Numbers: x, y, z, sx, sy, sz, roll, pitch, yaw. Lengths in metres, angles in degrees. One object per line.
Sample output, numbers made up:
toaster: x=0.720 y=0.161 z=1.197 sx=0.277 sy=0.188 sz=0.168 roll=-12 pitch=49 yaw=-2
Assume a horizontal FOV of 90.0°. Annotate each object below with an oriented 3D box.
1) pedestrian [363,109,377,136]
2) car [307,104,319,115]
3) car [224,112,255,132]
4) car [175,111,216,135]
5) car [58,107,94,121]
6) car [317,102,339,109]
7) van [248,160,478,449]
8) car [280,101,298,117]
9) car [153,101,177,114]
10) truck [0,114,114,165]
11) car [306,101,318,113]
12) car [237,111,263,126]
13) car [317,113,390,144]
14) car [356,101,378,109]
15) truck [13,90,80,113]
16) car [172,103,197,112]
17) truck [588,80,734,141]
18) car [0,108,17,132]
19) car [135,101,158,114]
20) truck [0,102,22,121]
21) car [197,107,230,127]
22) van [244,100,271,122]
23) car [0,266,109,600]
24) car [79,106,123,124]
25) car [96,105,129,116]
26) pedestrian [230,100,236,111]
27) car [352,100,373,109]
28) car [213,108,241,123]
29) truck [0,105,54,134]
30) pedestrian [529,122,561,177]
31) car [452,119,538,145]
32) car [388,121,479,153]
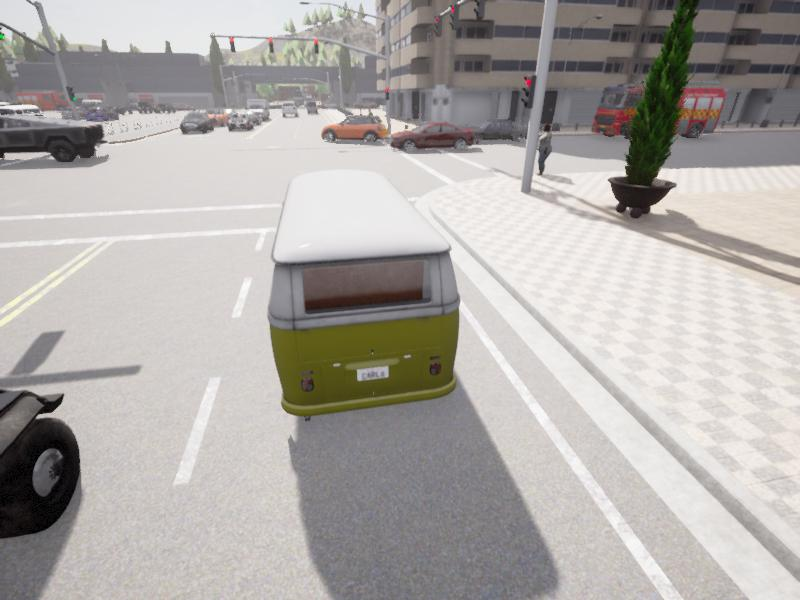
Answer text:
pedestrian: x=-2.311 y=-13.725 z=30.902 sx=0.751 sy=1.860 sz=0.751 roll=-17 pitch=32 yaw=-29
car: x=-14.715 y=-32.091 z=67.383 sx=1.845 sy=1.501 sz=3.633 roll=-5 pitch=28 yaw=-10
car: x=-15.223 y=-17.040 z=38.187 sx=1.970 sy=1.475 sz=3.806 roll=-5 pitch=28 yaw=-10
car: x=-18.344 y=-16.085 z=36.173 sx=2.033 sy=1.649 sz=4.856 roll=-5 pitch=28 yaw=-10
car: x=-42.055 y=-24.260 z=52.031 sx=1.970 sy=1.475 sz=3.806 roll=-5 pitch=28 yaw=-10
car: x=-16.527 y=-44.637 z=91.779 sx=4.974 sy=1.542 sz=2.038 roll=-5 pitch=28 yaw=-10
van: x=-0.681 y=-0.528 z=5.471 sx=1.775 sy=1.987 sz=4.442 roll=-5 pitch=28 yaw=-10
car: x=-16.990 y=-29.396 z=61.625 sx=2.150 sy=2.045 sz=5.566 roll=-5 pitch=28 yaw=-10
car: x=-39.949 y=-32.780 z=68.081 sx=1.932 sy=1.855 sz=4.605 roll=-5 pitch=28 yaw=-10
truck: x=-18.361 y=-7.903 z=19.633 sx=6.274 sy=2.098 sz=2.390 roll=-5 pitch=28 yaw=-11
car: x=-16.086 y=-35.327 z=73.352 sx=1.905 sy=1.878 sz=3.866 roll=-5 pitch=28 yaw=-10
car: x=-16.646 y=-20.212 z=44.481 sx=1.994 sy=1.385 sz=4.181 roll=-5 pitch=28 yaw=-10
car: x=-3.203 y=-12.066 z=28.080 sx=4.553 sy=1.767 sz=2.097 roll=8 pitch=28 yaw=15
car: x=-7.757 y=-45.488 z=93.361 sx=4.856 sy=1.649 sz=2.033 roll=-5 pitch=28 yaw=-10
truck: x=-67.362 y=-37.955 z=76.399 sx=8.468 sy=3.827 sz=2.891 roll=-5 pitch=28 yaw=-9
car: x=-43.407 y=-38.781 z=80.639 sx=3.806 sy=1.475 sz=1.970 roll=-5 pitch=28 yaw=-10
truck: x=18.937 y=-13.943 z=29.420 sx=8.468 sy=3.827 sz=2.891 roll=-5 pitch=28 yaw=-10
car: x=-35.168 y=-15.063 z=33.591 sx=1.932 sy=1.855 sz=4.605 roll=-5 pitch=28 yaw=-10
car: x=-42.799 y=-32.542 z=67.630 sx=1.905 sy=1.878 sz=3.866 roll=-5 pitch=28 yaw=-10
truck: x=-50.563 y=-23.767 z=50.349 sx=2.069 sy=2.038 sz=4.478 roll=-5 pitch=28 yaw=-10
car: x=-19.893 y=-19.666 z=42.960 sx=2.097 sy=1.767 sz=4.553 roll=-5 pitch=28 yaw=-10
van: x=-18.383 y=-24.604 z=51.876 sx=2.351 sy=2.431 sz=6.366 roll=-5 pitch=28 yaw=-10
car: x=-3.360 y=1.530 z=1.574 sx=1.905 sy=1.878 sz=3.866 roll=-5 pitch=28 yaw=-10
car: x=-35.285 y=-21.943 z=47.354 sx=2.242 sy=1.667 sz=4.611 roll=-5 pitch=28 yaw=-10
car: x=-44.210 y=-29.206 z=61.647 sx=2.033 sy=1.415 sz=5.357 roll=-5 pitch=28 yaw=-10
pedestrian: x=-32.108 y=-37.331 z=76.901 sx=0.751 sy=1.860 sz=0.751 roll=-14 pitch=30 yaw=-25
car: x=-9.044 y=-47.103 z=96.256 sx=4.605 sy=1.855 sz=1.932 roll=-5 pitch=28 yaw=-10
car: x=-21.407 y=-22.951 z=49.698 sx=2.163 sy=1.488 sz=4.792 roll=-5 pitch=28 yaw=-10
truck: x=-32.342 y=-15.437 z=34.108 sx=2.069 sy=2.038 sz=4.478 roll=-5 pitch=28 yaw=-10
pedestrian: x=5.418 y=-5.651 z=15.062 sx=0.751 sy=1.860 sz=0.751 roll=4 pitch=27 yaw=7
car: x=6.519 y=-11.713 z=27.755 sx=5.357 sy=1.411 sz=2.033 roll=-6 pitch=28 yaw=-10
car: x=1.917 y=-9.680 z=23.663 sx=5.008 sy=1.535 sz=1.882 roll=-6 pitch=28 yaw=-11
